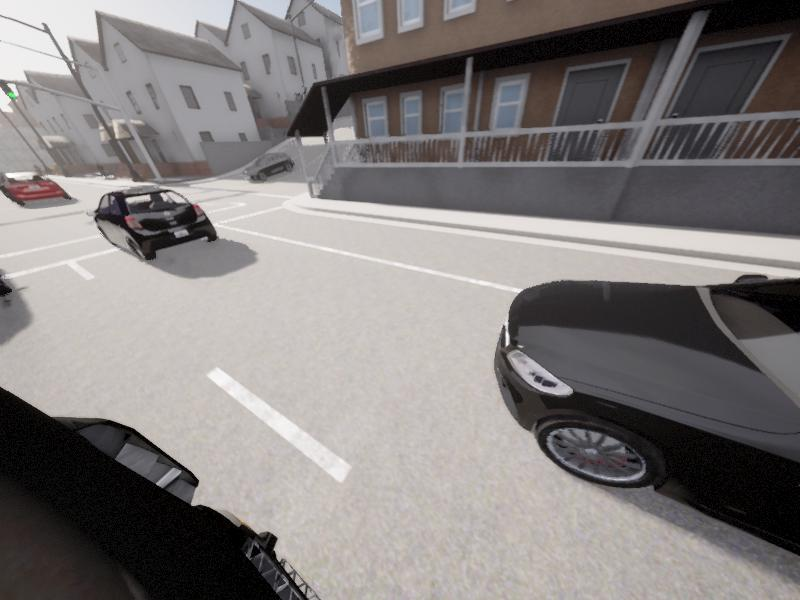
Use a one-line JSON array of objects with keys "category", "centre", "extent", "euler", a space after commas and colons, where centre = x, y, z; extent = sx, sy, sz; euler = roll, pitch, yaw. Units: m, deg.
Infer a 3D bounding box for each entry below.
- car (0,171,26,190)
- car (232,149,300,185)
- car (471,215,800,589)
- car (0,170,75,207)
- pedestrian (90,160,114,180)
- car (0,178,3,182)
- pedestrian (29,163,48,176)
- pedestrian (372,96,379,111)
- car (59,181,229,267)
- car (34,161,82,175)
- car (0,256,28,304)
[{"category": "car", "centre": [-41.457, -12.410, 23.906], "extent": [4.514, 1.525, 2.007], "euler": [16, 38, 26]}, {"category": "car", "centre": [-11.945, -12.138, 20.935], "extent": [2.033, 1.649, 4.856], "euler": [15, 47, 25]}, {"category": "car", "centre": [3.091, 0.697, 1.327], "extent": [4.674, 1.442, 1.812], "euler": [17, 38, 26]}, {"category": "car", "centre": [-24.229, -7.409, 15.130], "extent": [4.611, 1.667, 2.242], "euler": [16, 38, 26]}, {"category": "pedestrian", "centre": [-33.327, -14.523, 25.862], "extent": [0.751, 1.860, 0.751], "euler": [14, 37, 24]}, {"category": "car", "centre": [-60.266, -17.983, 33.422], "extent": [4.856, 1.649, 2.033], "euler": [16, 38, 26]}, {"category": "pedestrian", "centre": [-59.855, -21.573, 38.227], "extent": [0.751, 1.860, 0.751], "euler": [15, 38, 25]}, {"category": "pedestrian", "centre": [-4.225, -33.531, 39.460], "extent": [0.751, 1.860, 0.751], "euler": [17, 38, 26]}, {"category": "car", "centre": [-7.040, -2.306, 6.436], "extent": [3.633, 1.501, 1.845], "euler": [16, 38, 26]}, {"category": "car", "centre": [-69.664, -27.085, 47.213], "extent": [1.801, 1.575, 5.366], "euler": [16, 43, 26]}, {"category": "car", "centre": [-9.312, -0.712, 4.224], "extent": [3.633, 1.501, 1.845], "euler": [16, 38, 26]}]
